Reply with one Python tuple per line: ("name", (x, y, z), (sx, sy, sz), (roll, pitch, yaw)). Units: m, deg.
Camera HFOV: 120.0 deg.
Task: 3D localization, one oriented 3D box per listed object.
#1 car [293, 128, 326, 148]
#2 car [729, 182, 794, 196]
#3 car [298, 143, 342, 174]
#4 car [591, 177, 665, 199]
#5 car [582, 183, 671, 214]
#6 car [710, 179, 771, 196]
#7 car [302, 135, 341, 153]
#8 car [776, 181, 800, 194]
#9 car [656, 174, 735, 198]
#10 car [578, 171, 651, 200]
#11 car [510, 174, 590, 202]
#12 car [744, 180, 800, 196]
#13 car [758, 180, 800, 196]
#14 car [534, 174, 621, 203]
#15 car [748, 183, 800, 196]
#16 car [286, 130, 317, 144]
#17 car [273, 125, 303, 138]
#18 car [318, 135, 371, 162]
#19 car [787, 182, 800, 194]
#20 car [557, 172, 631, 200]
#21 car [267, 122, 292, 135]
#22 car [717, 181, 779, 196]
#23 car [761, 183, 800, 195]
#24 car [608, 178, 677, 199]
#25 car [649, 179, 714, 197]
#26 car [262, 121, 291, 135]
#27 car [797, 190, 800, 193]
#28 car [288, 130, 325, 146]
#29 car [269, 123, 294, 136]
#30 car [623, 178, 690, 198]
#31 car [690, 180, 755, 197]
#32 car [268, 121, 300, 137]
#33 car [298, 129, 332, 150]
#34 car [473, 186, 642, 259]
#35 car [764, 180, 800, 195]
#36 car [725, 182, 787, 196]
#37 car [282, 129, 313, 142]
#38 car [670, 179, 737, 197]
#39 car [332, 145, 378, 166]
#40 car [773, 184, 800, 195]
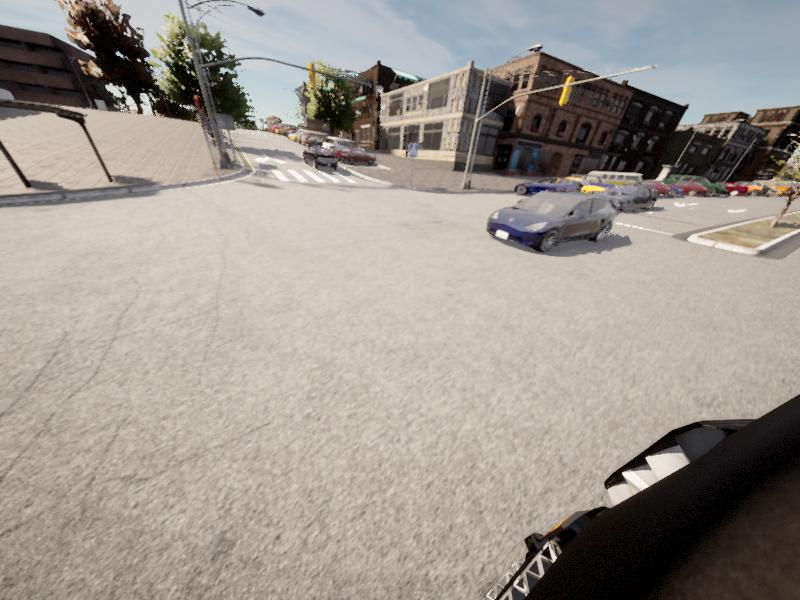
("car", (-14.275, -25.765, 36.800), (1.878, 1.987, 4.442), (30, 40, 26))
("car", (58.439, -18.108, 37.574), (1.946, 1.575, 5.366), (-23, 40, -36))
("car", (-6.840, -12.140, 19.679), (2.128, 1.511, 4.902), (-15, 41, -30))
("car", (22.635, -11.320, 23.147), (4.892, 1.521, 2.231), (28, 39, 35))
("car", (14.776, -6.719, 15.088), (5.357, 1.411, 2.033), (-13, 35, -24))
("car", (50.199, -16.705, 34.272), (2.185, 1.767, 4.553), (-24, 40, -37))
("car", (-11.095, -22.315, 33.043), (2.231, 1.521, 4.892), (30, 39, 27))
("car", (78.142, -21.455, 44.396), (2.435, 2.045, 5.566), (-23, 39, -36))
("car", (36.353, -14.281, 28.778), (2.435, 2.045, 5.566), (-25, 41, -38))
("car", (20.021, -10.889, 21.763), (4.442, 1.987, 1.878), (28, 39, 35))
("car", (11.791, -9.018, 18.445), (4.792, 1.488, 2.163), (27, 39, 34))
("car", (61.456, -18.641, 38.292), (1.878, 1.987, 4.442), (-22, 39, -36))
("car", (67.058, -19.557, 40.312), (1.878, 1.987, 4.442), (-22, 39, -36))
("car", (14.660, -9.488, 19.403), (5.366, 1.575, 1.946), (27, 38, 34))
("car", (64.143, -18.939, 39.523), (2.163, 1.488, 4.792), (-23, 39, -36))
("car", (-17.386, -28.907, 41.001), (2.002, 1.452, 4.674), (30, 39, 26))
("car", (-23.621, -35.611, 48.988), (1.946, 1.575, 5.366), (29, 39, 26))
("car", (-6.324, -17.571, 26.981), (2.435, 2.045, 5.566), (30, 39, 27))
("car", (83.781, -22.345, 46.373), (2.435, 2.045, 5.566), (-22, 39, -36))
("car", (17.204, -10.272, 20.688), (4.553, 1.767, 2.185), (28, 39, 35))
("car", (-28.549, -40.558, 54.710), (2.185, 1.767, 4.553), (27, 37, 27))
("car", (52.980, -17.083, 35.394), (2.231, 1.521, 4.892), (-23, 40, -36))
("car", (69.765, -19.867, 41.505), (2.097, 1.535, 5.008), (-22, 39, -36))
("car", (25.356, -11.850, 24.340), (4.674, 1.452, 2.002), (28, 40, 36))
("car", (33.563, -13.505, 27.809), (2.002, 1.452, 4.674), (-26, 41, -38))
("car", (-30.175, -42.157, 56.588), (2.435, 2.045, 5.566), (25, 36, 29))
("car", (89.378, -23.252, 48.378), (2.435, 2.045, 5.566), (-22, 39, -36))
("car", (-15.696, -27.357, 39.121), (1.946, 1.575, 5.366), (30, 39, 27))
("car", (-26.968, -38.934, 52.707), (2.185, 1.767, 4.553), (28, 39, 26))
("car", (28.085, -12.414, 25.516), (4.674, 1.452, 2.002), (29, 39, 36))
("car", (44.615, -15.620, 32.218), (2.097, 1.535, 5.008), (-24, 40, -37))
("car", (-25.319, -37.378, 50.662), (2.435, 2.045, 5.566), (29, 39, 26))
("car", (-12.697, -24.108, 34.816), (1.878, 1.987, 4.442), (30, 40, 26))
("car", (5.123, -2.739, 7.589), (4.792, 1.488, 2.163), (-13, 36, -26))
("car", (72.552, -20.546, 42.391), (2.435, 2.045, 5.566), (-23, 39, -36))
("car", (55.768, -17.569, 36.446), (2.097, 1.535, 5.008), (-23, 39, -37))
("car", (-18.977, -30.561, 42.977), (2.002, 1.452, 4.674), (29, 39, 27))
("car", (39.075, -14.604, 30.041), (2.097, 1.535, 5.008), (-24, 40, -38))
("car", (-4.800, -15.671, 25.150), (2.002, 1.452, 4.674), (30, 39, 27))
("car", (75.357, -20.777, 43.511), (2.097, 1.535, 5.008), (-22, 39, -36))
